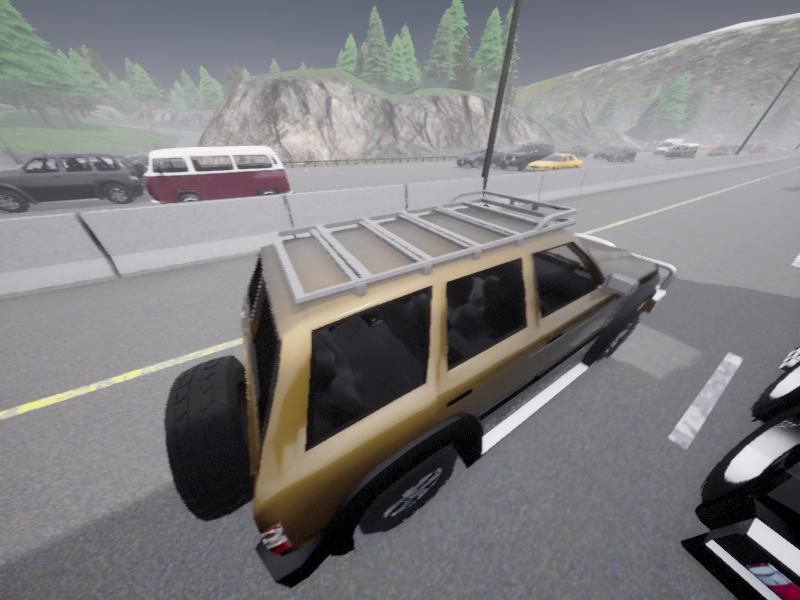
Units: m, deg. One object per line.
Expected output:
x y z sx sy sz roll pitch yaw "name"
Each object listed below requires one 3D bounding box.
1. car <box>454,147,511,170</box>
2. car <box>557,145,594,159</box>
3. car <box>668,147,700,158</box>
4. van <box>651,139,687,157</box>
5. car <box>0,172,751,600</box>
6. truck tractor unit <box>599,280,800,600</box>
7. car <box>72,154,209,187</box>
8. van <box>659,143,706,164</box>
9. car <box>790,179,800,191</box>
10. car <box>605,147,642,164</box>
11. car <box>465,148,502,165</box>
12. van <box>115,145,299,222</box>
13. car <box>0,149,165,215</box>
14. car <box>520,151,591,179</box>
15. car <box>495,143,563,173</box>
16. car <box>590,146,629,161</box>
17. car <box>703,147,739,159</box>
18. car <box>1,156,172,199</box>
8.051 -13.893 22.603 5.027 1.651 2.152 -18 39 -25 "car"
26.369 -22.264 34.742 4.611 1.667 2.242 -18 39 -25 "car"
46.657 -24.194 37.954 4.181 1.385 1.994 -18 39 -25 "car"
49.045 -27.774 42.102 5.915 2.561 1.988 -18 39 -25 "van"
0.769 -0.019 2.397 4.605 1.855 1.932 -19 39 -24 "car"
5.135 -0.277 0.741 6.516 4.208 3.053 -17 38 -23 "truck tractor unit"
-15.702 -8.290 14.550 5.357 1.411 2.033 -18 39 -25 "car"
35.478 -18.472 29.047 4.480 2.038 2.069 -18 39 -24 "van"
25.269 -6.980 12.818 4.856 1.649 2.033 -11 36 -16 "car"
27.951 -18.107 28.886 3.705 1.549 1.789 -18 39 -25 "car"
9.588 -16.678 26.697 3.633 1.501 1.845 -18 39 -25 "car"
-6.631 -4.598 8.758 4.480 2.038 2.069 -18 39 -24 "van"
-12.947 -4.764 9.087 4.605 1.855 1.932 -18 39 -25 "car"
12.075 -10.571 17.903 5.366 1.575 1.801 -18 39 -25 "car"
11.647 -12.937 20.890 5.566 2.045 2.150 -18 39 -25 "car"
30.179 -21.205 33.254 4.611 1.667 2.242 -18 39 -25 "car"
50.825 -23.317 36.592 4.974 1.542 2.038 -18 39 -25 "car"
-14.948 -6.239 11.567 4.674 1.442 1.812 -18 39 -25 "car"
